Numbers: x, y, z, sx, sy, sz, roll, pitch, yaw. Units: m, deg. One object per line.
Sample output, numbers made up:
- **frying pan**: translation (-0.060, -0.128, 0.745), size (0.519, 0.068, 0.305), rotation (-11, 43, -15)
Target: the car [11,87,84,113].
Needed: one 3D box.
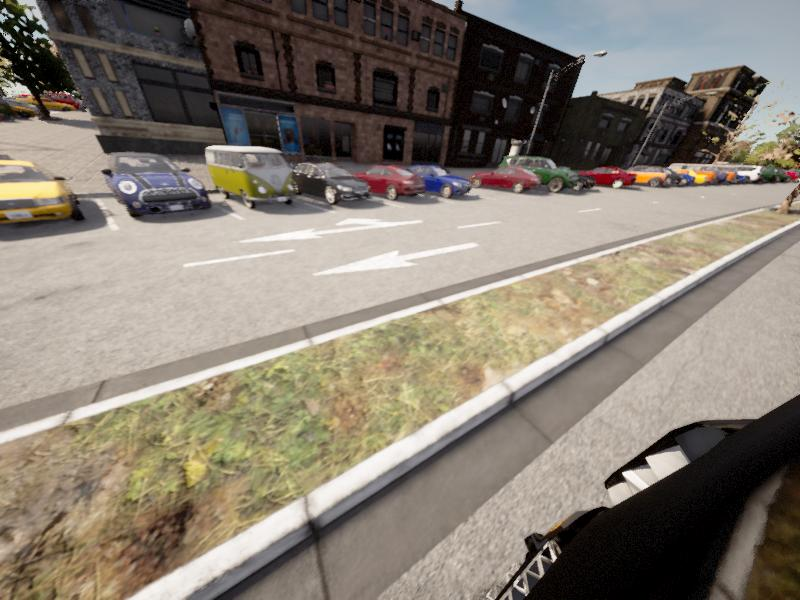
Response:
- **car**: translation (-53.539, -30.487, 35.299), size (2.435, 2.045, 5.566), rotation (27, 40, 23)

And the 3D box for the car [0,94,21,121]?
- **car**: translation (-41.440, -18.911, 22.315), size (1.878, 1.987, 4.442), rotation (28, 40, 23)

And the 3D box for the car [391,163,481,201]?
- **car**: translation (1.873, -6.953, 13.320), size (4.674, 1.452, 2.002), rotation (27, 40, 33)

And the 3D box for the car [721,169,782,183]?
- **car**: translation (53.410, -18.946, 35.277), size (2.163, 1.488, 4.792), rotation (-27, 42, -37)

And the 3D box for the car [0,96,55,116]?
- **car**: translation (-46.598, -23.700, 28.122), size (2.002, 1.452, 4.674), rotation (27, 40, 23)

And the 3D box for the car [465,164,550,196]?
- **car**: translation (7.196, -8.336, 15.811), size (4.674, 1.452, 2.002), rotation (27, 41, 33)

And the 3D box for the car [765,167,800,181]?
- **car**: translation (75.271, -23.984, 43.986), size (2.435, 2.045, 5.566), rotation (-27, 43, -37)

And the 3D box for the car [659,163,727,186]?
- **car**: translation (34.370, -14.925, 27.320), size (4.442, 1.987, 1.878), rotation (30, 41, 36)

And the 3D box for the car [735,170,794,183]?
- **car**: translation (58.869, -20.144, 37.493), size (2.163, 1.488, 4.792), rotation (-26, 42, -37)

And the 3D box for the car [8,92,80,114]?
- **car**: translation (-51.701, -28.740, 33.758), size (1.946, 1.575, 5.366), rotation (27, 40, 23)

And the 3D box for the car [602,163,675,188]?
- **car**: translation (23.389, -12.409, 22.881), size (4.553, 1.767, 2.185), rotation (29, 41, 35)

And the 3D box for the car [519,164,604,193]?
- **car**: translation (12.556, -9.727, 18.243), size (5.008, 1.535, 2.097), rotation (28, 40, 34)

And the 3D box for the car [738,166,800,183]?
- **car**: translation (61.612, -20.979, 38.451), size (2.435, 2.045, 5.566), rotation (-27, 42, -37)

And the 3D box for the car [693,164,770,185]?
- **car**: translation (45.189, -17.406, 31.832), size (2.435, 2.045, 5.566), rotation (-27, 43, -37)

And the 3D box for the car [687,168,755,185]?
- **car**: translation (42.473, -16.587, 30.849), size (2.097, 1.535, 5.008), rotation (-27, 42, -37)

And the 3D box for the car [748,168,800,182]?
- **car**: translation (64.334, -21.463, 39.613), size (2.185, 1.767, 4.553), rotation (-27, 43, -37)

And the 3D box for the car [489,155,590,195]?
- **car**: translation (9.907, -9.255, 16.874), size (5.566, 2.045, 2.435), rotation (27, 40, 34)

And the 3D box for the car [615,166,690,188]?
- **car**: translation (26.100, -12.935, 24.110), size (4.892, 1.521, 2.231), rotation (29, 42, 35)

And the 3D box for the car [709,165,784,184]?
- **car**: translation (50.644, -18.603, 34.046), size (2.435, 2.045, 5.566), rotation (-27, 43, -37)

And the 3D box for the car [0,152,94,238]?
- **car**: translation (-11.140, -3.295, 6.730), size (5.366, 1.575, 1.946), rotation (25, 39, 31)

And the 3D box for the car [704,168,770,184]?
- **car**: translation (47.930, -17.786, 33.064), size (2.097, 1.535, 5.008), rotation (-27, 42, -37)

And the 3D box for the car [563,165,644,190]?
- **car**: translation (17.949, -11.034, 20.624), size (5.008, 1.535, 2.097), rotation (28, 41, 34)

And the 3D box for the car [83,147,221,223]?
- **car**: translation (-8.689, -4.222, 8.098), size (4.553, 1.767, 2.185), rotation (26, 39, 32)

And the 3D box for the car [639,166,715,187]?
- **car**: translation (31.412, -14.248, 26.489), size (5.366, 1.575, 1.946), rotation (29, 42, 35)

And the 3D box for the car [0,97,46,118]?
- **car**: translation (-44.856, -22.052, 26.272), size (2.002, 1.452, 4.674), rotation (28, 40, 23)

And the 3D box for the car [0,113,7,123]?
- **car**: translation (-39.711, -17.259, 20.457), size (1.878, 1.987, 4.442), rotation (28, 40, 23)

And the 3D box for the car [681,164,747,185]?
- **car**: translation (39.836, -16.131, 29.550), size (1.878, 1.987, 4.442), rotation (-27, 42, -38)

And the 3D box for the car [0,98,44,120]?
- **car**: translation (-43.025, -20.515, 24.519), size (1.946, 1.575, 5.366), rotation (27, 40, 24)

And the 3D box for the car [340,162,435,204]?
- **car**: translation (-0.776, -6.242, 12.046), size (4.674, 1.452, 2.002), rotation (26, 40, 32)

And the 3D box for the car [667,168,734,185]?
- **car**: translation (36.986, -15.370, 28.656), size (2.163, 1.488, 4.792), rotation (-27, 43, -37)

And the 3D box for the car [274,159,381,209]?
- **car**: translation (-3.419, -5.565, 10.754), size (4.892, 1.521, 2.231), rotation (26, 39, 32)

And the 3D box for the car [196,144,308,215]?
- **car**: translation (-5.949, -4.985, 9.273), size (4.442, 1.987, 1.878), rotation (26, 39, 32)

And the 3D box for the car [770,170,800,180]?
- **car**: translation (77.906, -24.450, 45.314), size (1.946, 1.575, 5.366), rotation (-27, 43, -37)

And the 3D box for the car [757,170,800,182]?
- **car**: translation (69.788, -22.565, 41.910), size (2.097, 1.535, 5.008), rotation (-26, 42, -37)

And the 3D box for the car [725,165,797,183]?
- **car**: translation (56.150, -19.783, 36.236), size (2.435, 2.045, 5.566), rotation (-27, 42, -37)

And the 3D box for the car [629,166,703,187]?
- **car**: translation (28.817, -13.566, 25.266), size (5.008, 1.535, 2.097), rotation (29, 41, 35)
